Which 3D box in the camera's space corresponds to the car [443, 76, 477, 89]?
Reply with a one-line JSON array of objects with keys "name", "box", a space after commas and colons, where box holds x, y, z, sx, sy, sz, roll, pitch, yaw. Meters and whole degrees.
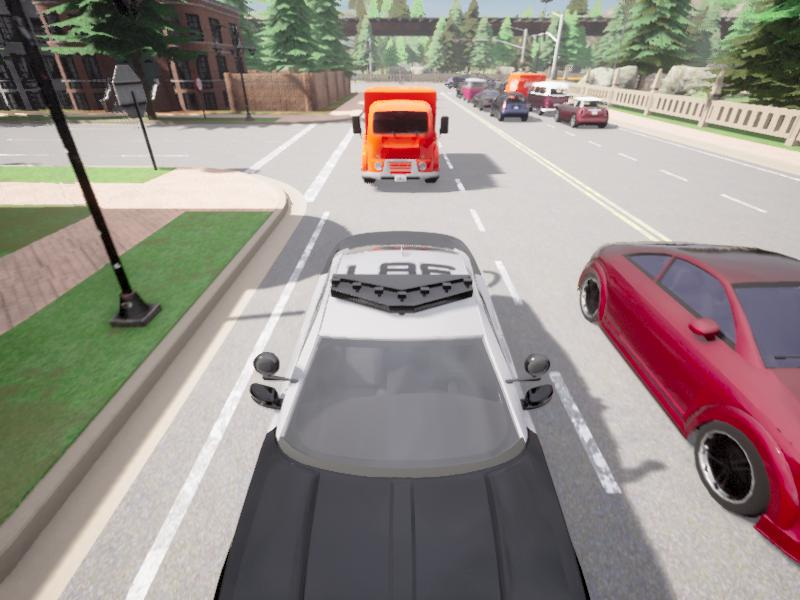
[{"name": "car", "box": [9.322, -33.898, 62.248, 4.856, 1.649, 2.033, 0, 30, 0]}]

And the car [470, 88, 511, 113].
[{"name": "car", "box": [7.019, -15.864, 31.694, 2.033, 1.411, 5.357, 0, 30, 0]}]

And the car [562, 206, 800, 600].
[{"name": "car", "box": [3.505, 0.367, 4.011, 1.994, 1.385, 4.181, 0, 30, 0]}]

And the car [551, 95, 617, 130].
[{"name": "car", "box": [10.515, -10.959, 23.244, 1.970, 1.475, 3.806, 0, 30, 0]}]

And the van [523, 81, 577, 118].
[{"name": "van", "box": [10.517, -14.361, 28.493, 2.069, 2.038, 4.480, 0, 30, 0]}]

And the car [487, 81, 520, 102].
[{"name": "car", "box": [10.521, -21.482, 41.057, 2.033, 1.649, 4.856, 0, 30, 0]}]

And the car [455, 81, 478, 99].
[{"name": "car", "box": [7.022, -22.436, 42.755, 1.789, 1.549, 3.705, 0, 30, 0]}]

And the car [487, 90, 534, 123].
[{"name": "car", "box": [7.017, -12.539, 25.808, 1.851, 1.617, 3.988, 0, 30, 0]}]

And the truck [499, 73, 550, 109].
[{"name": "truck", "box": [10.522, -18.054, 34.372, 2.627, 2.467, 5.204, 0, 30, 0]}]

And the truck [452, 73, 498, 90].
[{"name": "truck", "box": [11.007, -32.327, 59.102, 6.274, 2.098, 2.390, 0, 30, 0]}]

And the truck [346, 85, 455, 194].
[{"name": "truck", "box": [0.007, -5.242, 12.516, 2.627, 2.467, 5.204, 0, 30, 0]}]

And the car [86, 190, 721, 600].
[{"name": "car", "box": [0.012, 0.608, 3.351, 1.930, 1.638, 5.238, 0, 30, 0]}]

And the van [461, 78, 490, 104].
[{"name": "van", "box": [7.020, -19.710, 37.673, 1.775, 1.987, 4.442, 0, 30, 0]}]

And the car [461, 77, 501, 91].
[{"name": "car", "box": [11.346, -30.351, 56.202, 5.027, 1.651, 2.152, 0, 30, 0]}]
